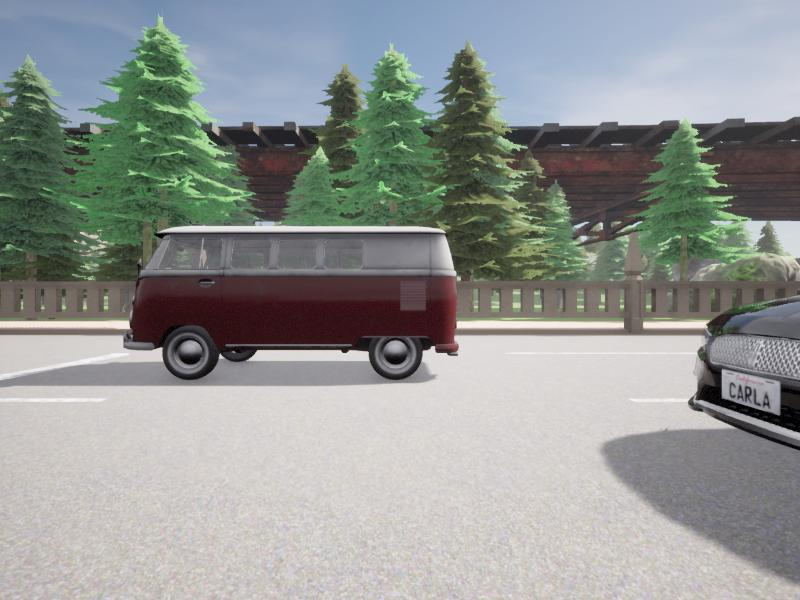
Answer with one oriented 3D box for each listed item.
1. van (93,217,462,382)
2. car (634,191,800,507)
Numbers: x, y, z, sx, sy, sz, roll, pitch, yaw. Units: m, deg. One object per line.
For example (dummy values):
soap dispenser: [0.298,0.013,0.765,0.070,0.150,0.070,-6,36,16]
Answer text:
van: [-1.470,-0.002,5.700,4.442,1.987,1.775,0,0,0]
car: [4.363,0.237,2.200,4.902,1.511,2.128,0,0,0]
